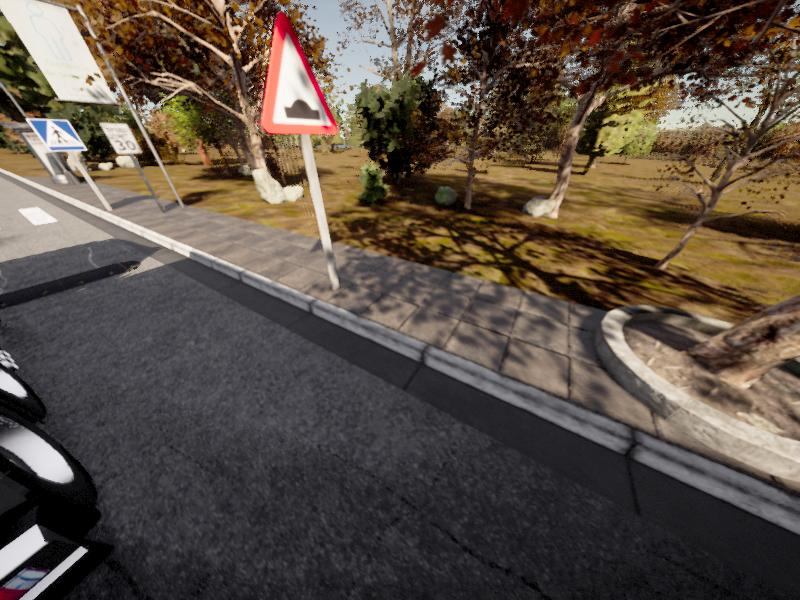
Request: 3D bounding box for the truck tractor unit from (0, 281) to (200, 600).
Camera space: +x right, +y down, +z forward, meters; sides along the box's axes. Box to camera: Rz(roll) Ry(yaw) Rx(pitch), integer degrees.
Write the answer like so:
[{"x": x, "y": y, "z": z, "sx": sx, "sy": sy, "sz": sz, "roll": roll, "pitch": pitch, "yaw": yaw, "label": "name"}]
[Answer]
[{"x": -5.137, "y": -0.274, "z": 0.735, "sx": 6.516, "sy": 4.208, "sz": 3.053, "roll": 17, "pitch": 38, "yaw": 23, "label": "truck tractor unit"}]
